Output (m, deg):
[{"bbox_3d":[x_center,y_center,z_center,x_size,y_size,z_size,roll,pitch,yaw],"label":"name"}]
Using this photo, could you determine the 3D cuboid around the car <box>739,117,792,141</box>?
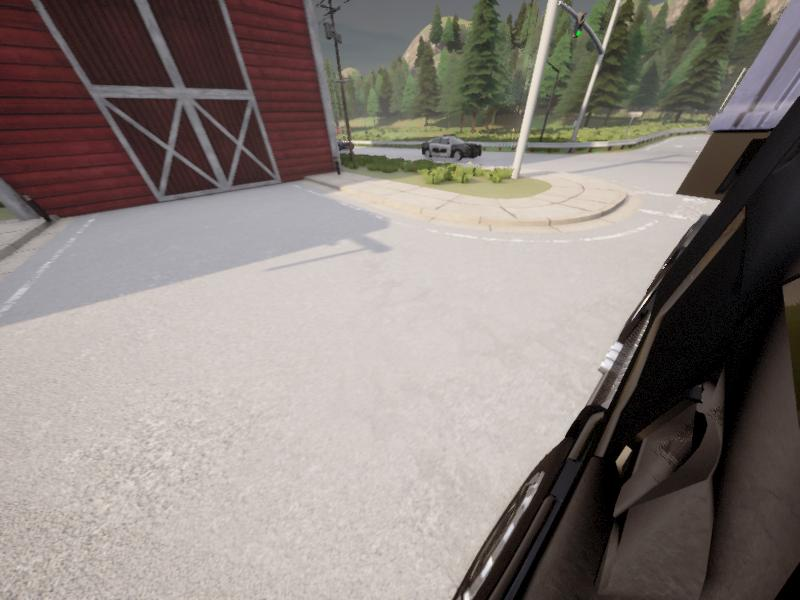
[{"bbox_3d":[31.010,-14.622,19.713,4.193,1.474,1.816,-29,44,-30],"label":"car"}]

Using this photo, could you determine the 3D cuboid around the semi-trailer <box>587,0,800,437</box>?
[{"bbox_3d":[9.614,-2.756,2.978,14.254,4.402,2.717,-16,38,-17],"label":"semi-trailer"}]

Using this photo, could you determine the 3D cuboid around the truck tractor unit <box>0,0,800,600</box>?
[{"bbox_3d":[2.645,-0.295,0.351,6.516,4.208,3.053,-28,44,-30],"label":"truck tractor unit"}]

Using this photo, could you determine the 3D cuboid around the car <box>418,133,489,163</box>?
[{"bbox_3d":[3.916,-11.941,18.007,1.930,1.638,5.238,-28,43,-29],"label":"car"}]

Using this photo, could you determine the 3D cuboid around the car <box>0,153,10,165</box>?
[{"bbox_3d":[-73.745,-24.648,40.670,4.611,1.667,2.242,-28,44,-30],"label":"car"}]

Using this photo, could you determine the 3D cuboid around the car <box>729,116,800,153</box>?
[{"bbox_3d":[23.432,-10.563,14.689,4.611,1.667,2.242,-28,44,-30],"label":"car"}]

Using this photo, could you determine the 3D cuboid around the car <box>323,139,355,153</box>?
[{"bbox_3d":[-7.910,-20.037,29.949,1.895,1.301,4.718,-28,43,-29],"label":"car"}]

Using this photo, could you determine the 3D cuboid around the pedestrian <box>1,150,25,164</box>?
[{"bbox_3d":[-59.750,-22.114,35.711,0.751,1.860,0.751,-16,39,-16],"label":"pedestrian"}]
